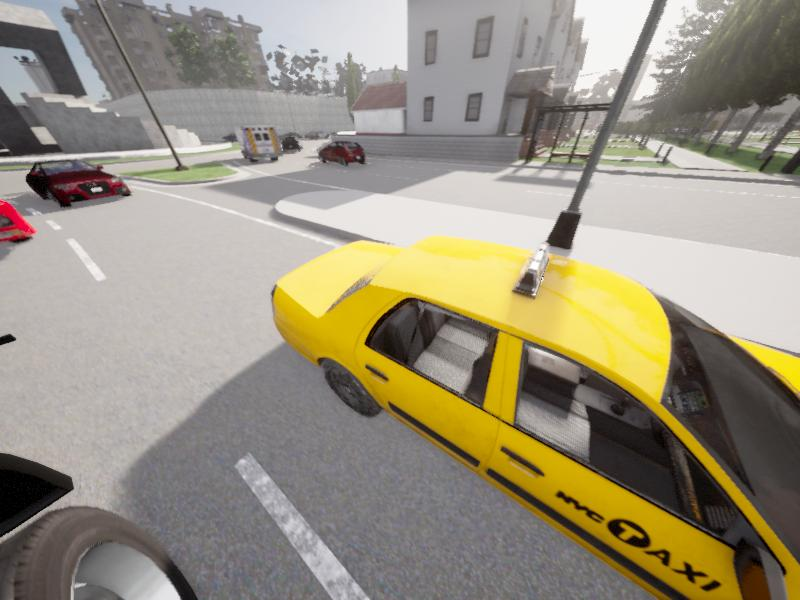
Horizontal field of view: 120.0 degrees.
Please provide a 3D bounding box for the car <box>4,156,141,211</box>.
[{"bbox_3d":[-13.122,-4.820,9.316,4.181,1.385,1.994,17,41,23],"label":"car"}]

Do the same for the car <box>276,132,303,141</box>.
[{"bbox_3d":[-25.526,-38.039,53.553,2.038,1.542,4.974,24,44,29],"label":"car"}]

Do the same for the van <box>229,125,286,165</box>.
[{"bbox_3d":[-12.274,-13.385,19.765,2.351,2.431,6.366,-26,43,-29],"label":"van"}]

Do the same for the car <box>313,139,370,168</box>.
[{"bbox_3d":[-4.335,-10.822,16.940,4.193,1.474,1.816,30,47,34],"label":"car"}]

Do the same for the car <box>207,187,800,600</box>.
[{"bbox_3d":[1.114,0.444,1.770,5.366,1.575,1.801,22,43,27],"label":"car"}]

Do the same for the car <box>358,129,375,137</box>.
[{"bbox_3d":[-9.520,-47.874,66.094,1.801,1.575,5.366,23,43,28],"label":"car"}]

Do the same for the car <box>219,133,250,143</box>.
[{"bbox_3d":[-33.918,-33.290,47.410,4.856,1.649,2.033,5,37,8],"label":"car"}]

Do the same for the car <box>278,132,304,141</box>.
[{"bbox_3d":[-23.878,-35.907,50.754,1.812,1.442,4.674,25,44,30],"label":"car"}]

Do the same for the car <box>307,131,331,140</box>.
[{"bbox_3d":[-19.334,-39.571,55.413,2.038,1.542,4.974,23,43,29],"label":"car"}]

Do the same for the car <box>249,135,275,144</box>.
[{"bbox_3d":[-24.995,-29.145,41.944,4.718,1.301,1.895,24,44,29],"label":"car"}]

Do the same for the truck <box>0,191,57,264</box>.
[{"bbox_3d":[-12.613,-3.168,5.071,8.468,3.827,2.891,18,41,24],"label":"truck"}]

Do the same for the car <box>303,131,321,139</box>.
[{"bbox_3d":[-21.875,-41.020,57.404,1.845,1.501,3.633,23,43,29],"label":"car"}]

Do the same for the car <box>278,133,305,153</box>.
[{"bbox_3d":[-12.832,-18.813,27.628,1.930,1.638,5.238,-10,38,-10],"label":"car"}]
